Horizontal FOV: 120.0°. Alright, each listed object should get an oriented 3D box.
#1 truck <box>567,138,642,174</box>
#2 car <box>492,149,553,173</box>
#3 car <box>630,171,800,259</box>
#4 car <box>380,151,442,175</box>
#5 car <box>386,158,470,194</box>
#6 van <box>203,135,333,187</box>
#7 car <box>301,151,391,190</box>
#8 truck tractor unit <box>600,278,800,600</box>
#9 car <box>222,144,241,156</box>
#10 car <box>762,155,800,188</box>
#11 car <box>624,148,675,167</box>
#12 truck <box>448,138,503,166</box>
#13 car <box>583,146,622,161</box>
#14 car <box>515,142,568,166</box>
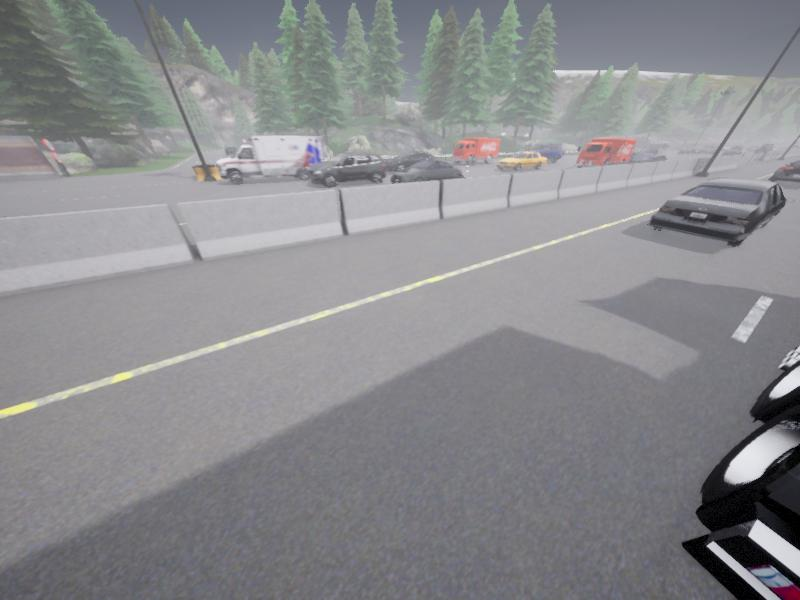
[{"bbox_3d":[18.291,-13.048,20.749,5.204,2.467,2.627,-18,39,-25],"label":"truck"},{"bbox_3d":[11.110,-12.624,20.863,5.366,1.575,1.801,-18,39,-25],"label":"car"},{"bbox_3d":[9.715,-2.822,6.920,5.357,1.411,2.033,-18,39,-25],"label":"car"},{"bbox_3d":[0.957,-11.544,19.310,4.892,1.490,1.837,-18,39,-25],"label":"car"},{"bbox_3d":[1.578,-7.064,12.980,4.181,1.385,1.994,-18,39,-25],"label":"car"},{"bbox_3d":[-7.969,-8.962,14.710,6.366,2.431,2.351,-18,39,-25],"label":"van"},{"bbox_3d":[-3.142,-7.935,13.934,4.611,1.667,2.242,-18,39,-25],"label":"car"},{"bbox_3d":[5.131,-0.281,0.746,6.516,4.208,3.053,-17,39,-23],"label":"truck tractor unit"},{"bbox_3d":[-28.712,-25.617,39.298,2.128,1.511,4.902,-20,40,-26],"label":"car"},{"bbox_3d":[25.800,-8.202,14.651,4.974,1.542,2.038,-18,39,-25],"label":"car"},{"bbox_3d":[27.420,-15.719,25.395,4.856,1.649,2.033,-18,39,-25],"label":"car"},{"bbox_3d":[8.413,-16.728,25.966,5.204,2.467,2.627,-18,39,-25],"label":"truck"},{"bbox_3d":[28.601,-20.724,32.642,5.366,1.575,1.801,-18,39,-25],"label":"car"},{"bbox_3d":[16.261,-16.840,26.548,5.566,2.045,2.150,-19,39,-24],"label":"car"}]
